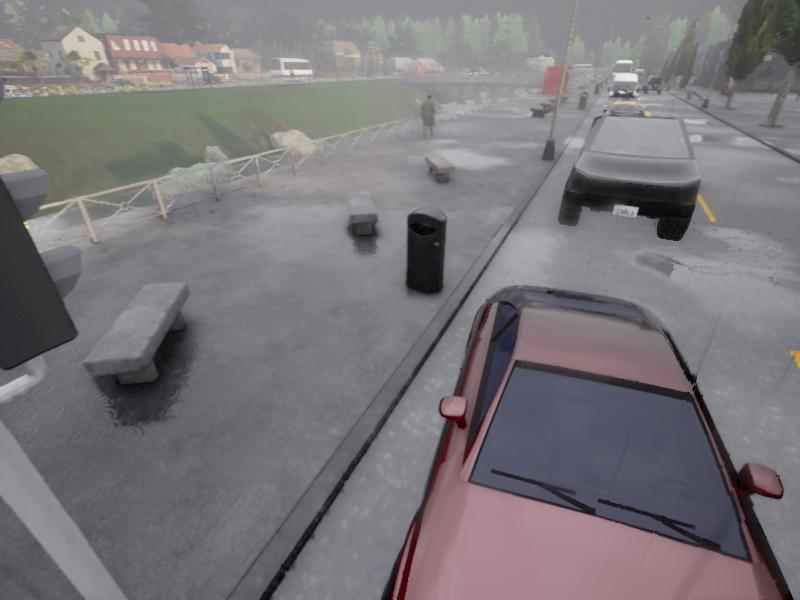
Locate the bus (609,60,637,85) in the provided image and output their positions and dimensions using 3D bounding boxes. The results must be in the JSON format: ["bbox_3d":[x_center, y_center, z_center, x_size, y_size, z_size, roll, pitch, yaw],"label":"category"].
[{"bbox_3d":[46.191,-47.305,83.076,3.944,4.253,10.273,14,33,22],"label":"bus"}]

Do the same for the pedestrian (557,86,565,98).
[{"bbox_3d":[17.339,-22.435,43.178,0.500,1.100,0.500,3,30,5],"label":"pedestrian"}]

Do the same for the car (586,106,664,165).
[{"bbox_3d":[9.039,-6.822,16.252,2.128,1.511,4.902,14,33,22],"label":"car"}]

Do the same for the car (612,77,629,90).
[{"bbox_3d":[35.384,-34.851,64.275,2.033,1.649,4.856,14,33,22],"label":"car"}]

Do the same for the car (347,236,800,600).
[{"bbox_3d":[1.301,1.011,2.960,1.994,1.385,4.181,10,31,16],"label":"car"}]

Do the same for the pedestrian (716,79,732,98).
[{"bbox_3d":[36.298,-23.746,44.849,0.751,1.860,0.751,17,34,26],"label":"pedestrian"}]

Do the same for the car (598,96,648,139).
[{"bbox_3d":[12.034,-10.030,21.696,1.801,1.575,5.366,14,33,22],"label":"car"}]

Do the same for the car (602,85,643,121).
[{"bbox_3d":[15.411,-13.744,27.780,1.932,1.855,4.605,14,33,22],"label":"car"}]

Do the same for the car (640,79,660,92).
[{"bbox_3d":[37.522,-32.297,60.176,1.970,1.475,3.806,14,33,22],"label":"car"}]

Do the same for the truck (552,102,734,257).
[{"bbox_3d":[5.571,-3.393,9.776,2.390,2.098,6.274,14,33,22],"label":"truck"}]

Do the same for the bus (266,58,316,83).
[{"bbox_3d":[-22.374,-47.520,82.886,3.944,4.253,10.273,14,33,22],"label":"bus"}]

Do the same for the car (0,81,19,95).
[{"bbox_3d":[-47.337,-24.335,45.965,1.895,1.301,4.718,14,33,22],"label":"car"}]

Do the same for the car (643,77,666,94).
[{"bbox_3d":[33.802,-28.551,53.265,1.905,1.878,3.866,14,33,22],"label":"car"}]

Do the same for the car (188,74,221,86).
[{"bbox_3d":[-34.128,-38.499,69.951,2.033,1.649,4.856,14,33,22],"label":"car"}]

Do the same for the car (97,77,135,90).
[{"bbox_3d":[-40.876,-31.268,57.695,1.970,1.475,3.806,14,33,22],"label":"car"}]

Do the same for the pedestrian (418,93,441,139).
[{"bbox_3d":[1.334,-8.470,18.437,0.751,1.860,0.751,14,33,21],"label":"pedestrian"}]

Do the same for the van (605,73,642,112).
[{"bbox_3d":[18.634,-17.456,33.501,1.988,2.561,5.915,14,33,22],"label":"van"}]
